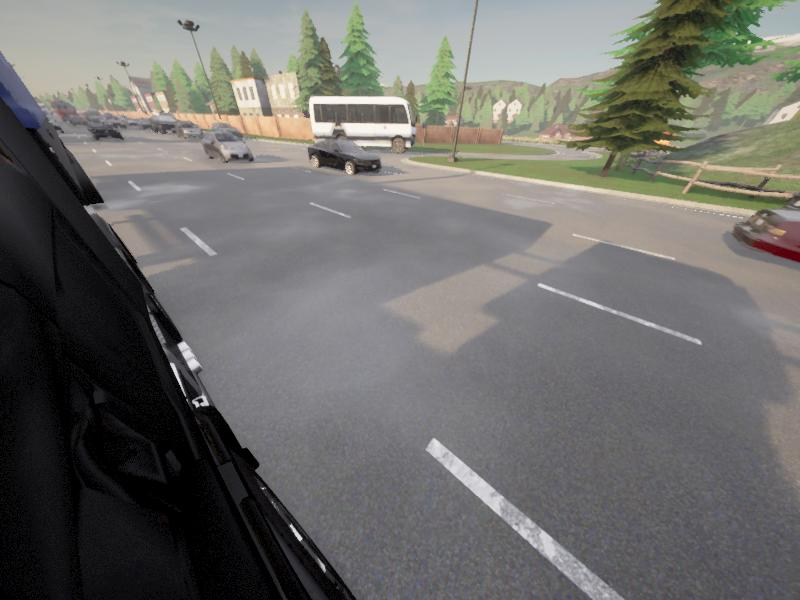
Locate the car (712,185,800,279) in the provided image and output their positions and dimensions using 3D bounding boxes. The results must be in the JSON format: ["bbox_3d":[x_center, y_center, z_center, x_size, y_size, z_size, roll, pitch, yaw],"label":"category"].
[{"bbox_3d":[10.338,-0.754,4.204,5.357,1.411,2.033,28,44,30],"label":"car"}]

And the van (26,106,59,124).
[{"bbox_3d":[-67.269,-34.884,43.530,6.366,2.431,2.351,28,44,30],"label":"van"}]

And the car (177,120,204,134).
[{"bbox_3d":[-32.342,-26.671,35.649,3.988,1.617,1.851,28,44,30],"label":"car"}]

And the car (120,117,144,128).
[{"bbox_3d":[-52.175,-34.558,44.974,5.357,1.411,2.033,28,44,30],"label":"car"}]

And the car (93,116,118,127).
[{"bbox_3d":[-55.387,-33.544,43.403,5.357,1.411,2.033,28,44,30],"label":"car"}]

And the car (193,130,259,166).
[{"bbox_3d":[-10.681,-9.419,14.208,3.633,1.501,1.845,28,44,30],"label":"car"}]

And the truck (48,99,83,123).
[{"bbox_3d":[-76.296,-43.087,52.679,8.468,3.827,2.891,28,44,30],"label":"truck"}]

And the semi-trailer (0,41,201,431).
[{"bbox_3d":[-8.682,-3.628,4.227,14.254,4.402,2.717,28,44,30],"label":"semi-trailer"}]

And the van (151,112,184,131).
[{"bbox_3d":[-42.055,-32.259,41.748,6.366,2.431,2.351,28,44,30],"label":"van"}]

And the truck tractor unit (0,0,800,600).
[{"bbox_3d":[-2.645,-0.295,0.352,6.516,4.208,3.053,28,44,30],"label":"truck tractor unit"}]

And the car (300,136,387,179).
[{"bbox_3d":[-3.230,-8.148,13.012,5.008,1.535,1.882,29,44,30],"label":"car"}]

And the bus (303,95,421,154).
[{"bbox_3d":[-3.322,-17.282,22.932,10.273,4.253,3.944,5,36,6],"label":"bus"}]

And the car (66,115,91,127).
[{"bbox_3d":[-54.214,-30.195,38.948,4.892,1.490,1.837,28,44,30],"label":"car"}]

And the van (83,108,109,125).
[{"bbox_3d":[-64.977,-39.208,49.320,5.915,2.561,1.988,28,44,30],"label":"van"}]

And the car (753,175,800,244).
[{"bbox_3d":[13.404,-1.904,5.834,4.514,1.525,2.007,28,44,30],"label":"car"}]

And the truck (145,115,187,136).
[{"bbox_3d":[-32.237,-24.065,31.777,6.274,2.098,2.390,28,44,30],"label":"truck"}]

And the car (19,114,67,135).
[{"bbox_3d":[-38.958,-19.246,25.302,5.027,1.651,2.152,29,44,30],"label":"car"}]

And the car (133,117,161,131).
[{"bbox_3d":[-41.762,-29.027,38.120,5.238,1.638,1.930,28,44,30],"label":"car"}]

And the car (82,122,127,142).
[{"bbox_3d":[-28.400,-16.155,22.173,4.718,1.301,1.895,28,44,30],"label":"car"}]

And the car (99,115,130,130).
[{"bbox_3d":[-46.392,-28.792,37.470,4.611,1.667,2.242,28,44,30],"label":"car"}]

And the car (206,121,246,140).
[{"bbox_3d":[-21.931,-21.328,29.083,4.553,1.767,2.097,26,43,28],"label":"car"}]

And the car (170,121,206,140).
[{"bbox_3d":[-24.953,-19.923,27.164,3.988,1.617,1.851,28,44,30],"label":"car"}]
